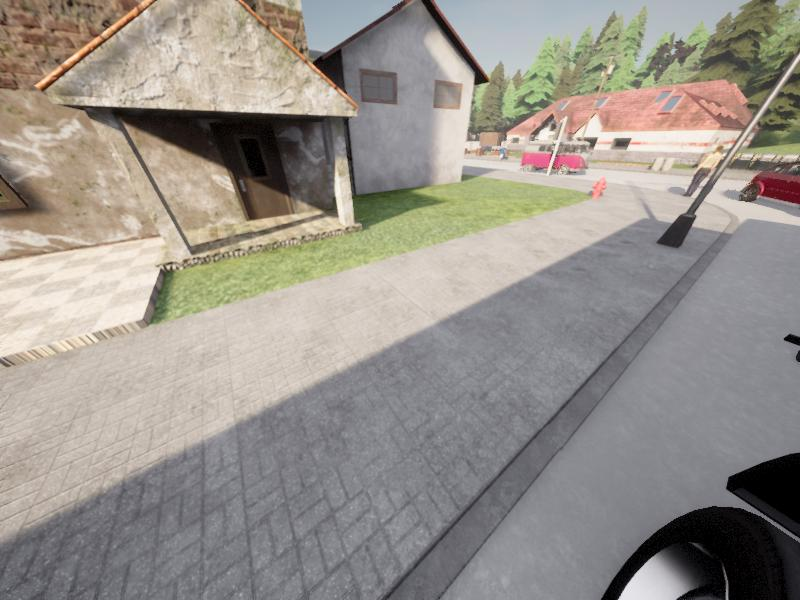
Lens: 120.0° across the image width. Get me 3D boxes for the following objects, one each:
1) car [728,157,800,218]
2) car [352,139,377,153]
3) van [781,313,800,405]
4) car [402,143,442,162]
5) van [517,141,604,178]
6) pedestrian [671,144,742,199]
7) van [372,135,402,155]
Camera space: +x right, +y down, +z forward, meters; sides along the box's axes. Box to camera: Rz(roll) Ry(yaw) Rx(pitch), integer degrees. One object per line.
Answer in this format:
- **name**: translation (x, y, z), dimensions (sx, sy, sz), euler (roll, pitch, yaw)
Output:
- **car**: translation (14.462, -3.821, 7.889), dimensions (1.789, 1.549, 3.705), euler (12, 37, 15)
- **car**: translation (-6.734, -29.324, 43.817), dimensions (2.150, 2.045, 5.566), euler (-22, 40, -27)
- **van**: translation (7.071, -0.471, 2.339), dimensions (5.915, 2.561, 1.988), euler (-20, 40, -26)
- **car**: translation (2.421, -17.446, 27.214), dimensions (2.242, 1.667, 4.611), euler (-22, 40, -27)
- **van**: translation (11.218, -10.212, 16.606), dimensions (1.775, 1.987, 4.442), euler (-22, 41, -27)
- **pedestrian**: translation (12.344, -5.223, 9.409), dimensions (0.751, 1.860, 0.751), euler (14, 38, 19)
- **van**: translation (-2.171, -25.719, 38.240), dimensions (1.988, 2.561, 5.915), euler (-22, 41, -27)
